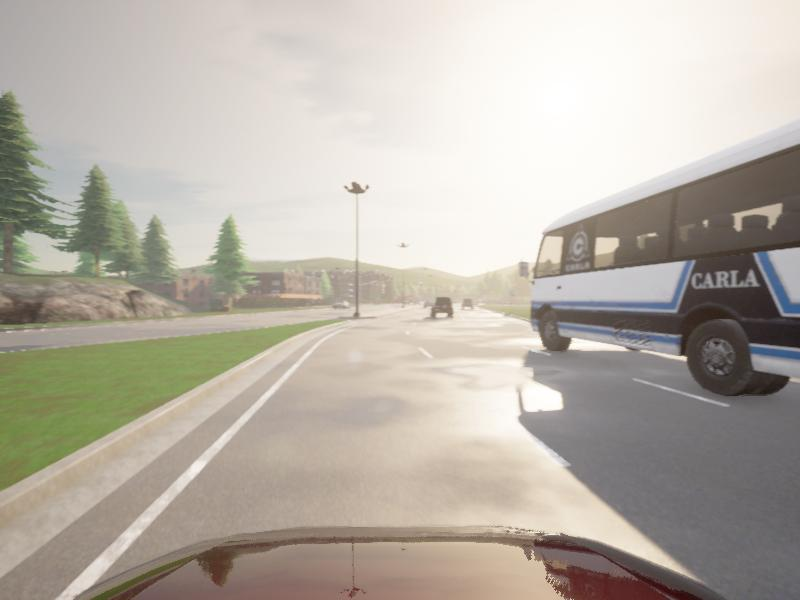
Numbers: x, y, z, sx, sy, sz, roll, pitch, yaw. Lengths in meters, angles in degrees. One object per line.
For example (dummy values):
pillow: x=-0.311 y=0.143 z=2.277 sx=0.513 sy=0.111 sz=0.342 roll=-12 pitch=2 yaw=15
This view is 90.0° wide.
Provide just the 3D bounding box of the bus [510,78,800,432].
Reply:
bus: x=6.327 y=-0.544 z=8.924 sx=3.944 sy=4.253 sz=10.273 roll=0 pitch=0 yaw=-6

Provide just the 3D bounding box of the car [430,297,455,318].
car: x=3.869 y=0.644 z=37.105 sx=1.905 sy=1.878 sz=3.866 roll=0 pitch=0 yaw=1
